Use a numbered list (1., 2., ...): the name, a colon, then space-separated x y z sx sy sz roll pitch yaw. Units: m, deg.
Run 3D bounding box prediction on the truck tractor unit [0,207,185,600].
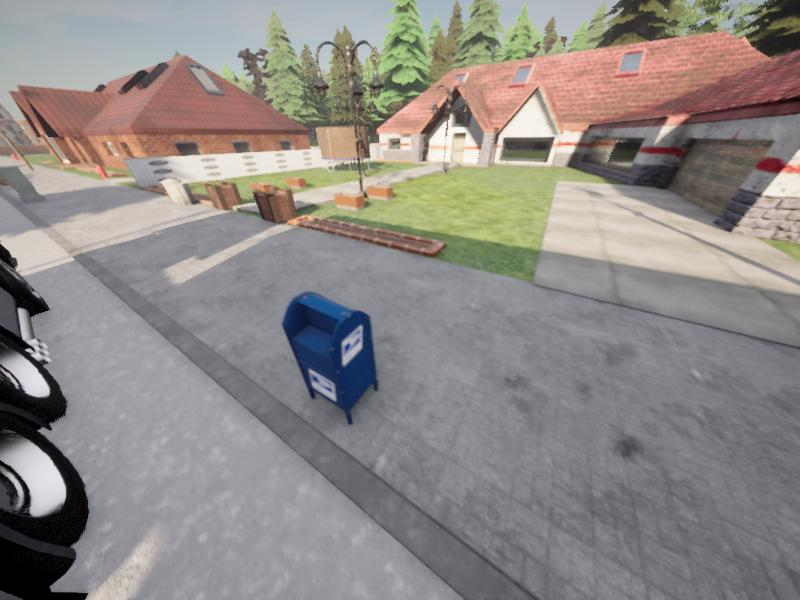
1. truck tractor unit: -5.015 -0.386 0.904 6.516 4.208 3.053 22 41 29
